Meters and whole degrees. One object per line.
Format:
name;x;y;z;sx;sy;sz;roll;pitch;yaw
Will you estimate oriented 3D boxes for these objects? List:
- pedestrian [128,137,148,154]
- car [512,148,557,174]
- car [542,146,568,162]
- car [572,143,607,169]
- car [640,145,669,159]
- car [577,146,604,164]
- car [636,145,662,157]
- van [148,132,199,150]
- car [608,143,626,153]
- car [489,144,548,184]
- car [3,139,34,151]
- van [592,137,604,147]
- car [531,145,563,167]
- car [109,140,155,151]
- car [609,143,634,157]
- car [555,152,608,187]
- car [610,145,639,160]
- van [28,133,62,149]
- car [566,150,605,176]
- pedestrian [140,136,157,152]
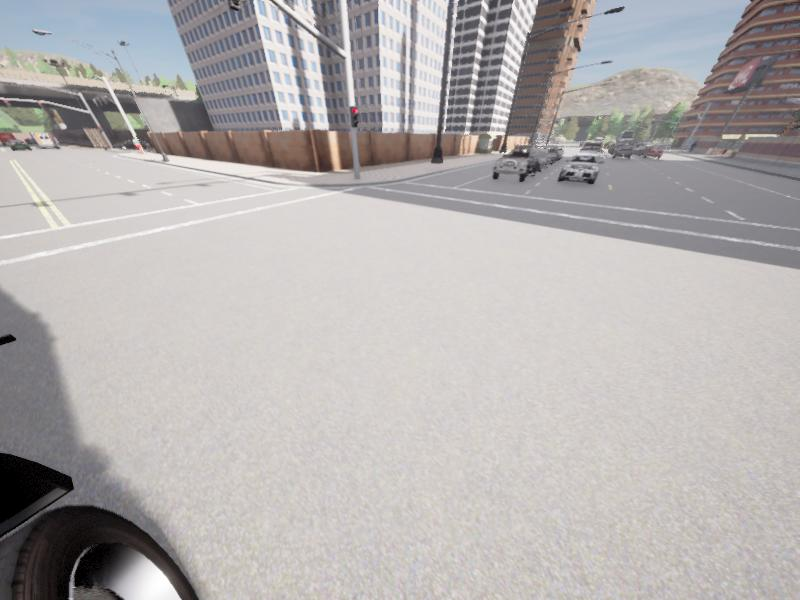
pedestrian;-34.065;-20.059;30.034;0.751;1.860;0.751;12;37;16
car;11.345;-11.732;19.357;2.163;1.488;4.792;23;41;28
car;18.666;-17.627;27.789;1.816;1.474;4.193;23;41;28
car;18.246;-13.979;22.256;1.905;1.878;3.866;22;41;28
car;35.283;-20.601;32.109;1.789;1.549;3.705;22;41;28
car;21.951;-16.801;26.637;1.837;1.490;4.892;23;41;28
car;38.632;-23.268;35.988;1.970;1.475;3.806;22;41;28
van;-41.222;-29.078;42.323;1.988;2.561;5.915;22;41;28
car;42.070;-29.541;44.865;2.007;1.525;4.514;23;41;28
car;7.811;-9.008;15.117;1.932;1.855;4.605;24;41;29
car;-63.987;-26.027;38.708;4.974;1.542;2.038;22;41;28
van;65.927;-52.673;76.966;1.988;2.561;5.915;23;41;28
car;15.080;-14.797;23.628;1.851;1.617;3.988;23;41;28
car;-47.101;-27.349;40.742;1.837;1.490;4.892;22;41;28
car;34.306;-23.326;35.894;2.033;1.649;4.856;23;41;28
car;11.420;-8.298;14.498;1.970;1.475;3.806;23;41;28
car;30.391;-20.125;31.420;2.128;1.511;4.902;23;41;28
van;-68.156;-30.534;44.314;6.366;2.431;2.351;22;41;28
car;14.721;-10.958;18.328;1.812;1.442;4.674;23;41;28
pedestrian;-35.842;-22.197;32.947;0.751;1.860;0.751;14;38;19
